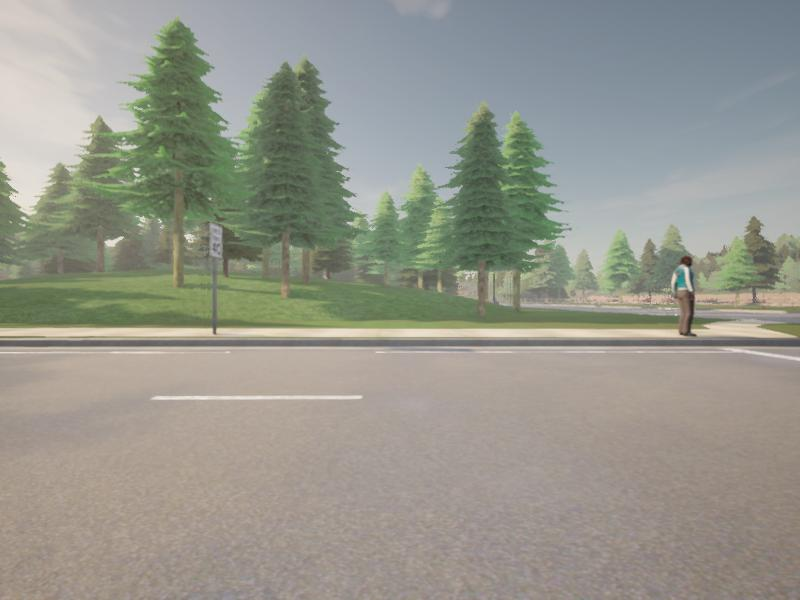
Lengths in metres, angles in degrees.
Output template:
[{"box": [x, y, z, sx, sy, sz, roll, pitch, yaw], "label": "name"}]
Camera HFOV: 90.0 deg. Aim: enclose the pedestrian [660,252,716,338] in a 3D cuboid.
[{"box": [6.499, -0.115, 9.069, 0.751, 1.860, 0.751, 0, 0, 3], "label": "pedestrian"}]
